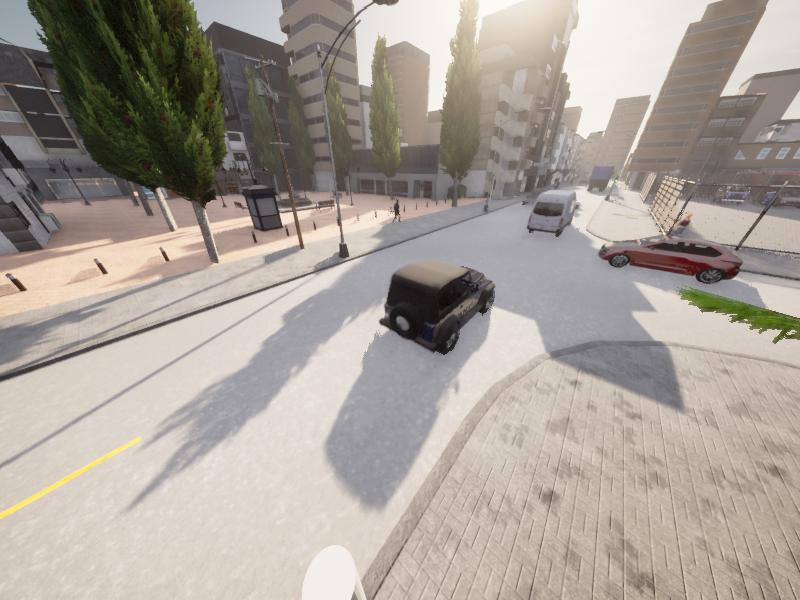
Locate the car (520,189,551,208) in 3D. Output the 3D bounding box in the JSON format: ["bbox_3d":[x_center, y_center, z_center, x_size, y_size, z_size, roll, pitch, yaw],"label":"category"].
[{"bbox_3d":[16.042,-12.014,27.288,2.007,1.525,4.514,23,37,34],"label":"car"}]

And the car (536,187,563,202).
[{"bbox_3d":[20.790,-14.739,32.166,1.994,1.385,4.181,24,38,36],"label":"car"}]

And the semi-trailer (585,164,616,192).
[{"bbox_3d":[40.439,-24.679,46.332,2.717,4.402,14.254,23,37,34],"label":"semi-trailer"}]

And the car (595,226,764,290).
[{"bbox_3d":[11.403,-2.029,10.045,4.193,1.474,1.816,21,36,32],"label":"car"}]

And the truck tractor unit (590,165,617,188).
[{"bbox_3d":[45.525,-27.628,51.630,3.053,4.208,6.516,23,37,34],"label":"truck tractor unit"}]

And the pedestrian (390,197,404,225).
[{"bbox_3d":[-0.211,-6.766,17.608,0.751,1.860,0.751,-27,39,-38],"label":"pedestrian"}]

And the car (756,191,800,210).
[{"bbox_3d":[43.557,-11.395,26.194,2.033,1.415,5.357,23,37,34],"label":"car"}]

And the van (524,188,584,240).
[{"bbox_3d":[11.056,-6.347,16.461,1.988,2.561,5.915,23,37,34],"label":"van"}]

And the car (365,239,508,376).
[{"bbox_3d":[1.177,-0.180,6.426,1.905,1.878,3.866,23,37,34],"label":"car"}]

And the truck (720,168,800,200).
[{"bbox_3d":[54.899,-17.052,33.709,8.468,3.827,2.891,23,37,34],"label":"truck"}]

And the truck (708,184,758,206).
[{"bbox_3d":[40.630,-13.001,28.353,2.069,2.038,4.478,23,37,34],"label":"truck"}]

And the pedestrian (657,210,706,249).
[{"bbox_3d":[15.001,-3.757,12.379,0.751,1.860,0.751,1,30,2],"label":"pedestrian"}]

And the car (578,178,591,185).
[{"bbox_3d":[49.016,-31.544,61.347,1.895,1.301,4.718,23,37,34],"label":"car"}]

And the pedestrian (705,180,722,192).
[{"bbox_3d":[54.522,-19.795,40.158,0.751,1.860,0.751,3,30,5],"label":"pedestrian"}]
